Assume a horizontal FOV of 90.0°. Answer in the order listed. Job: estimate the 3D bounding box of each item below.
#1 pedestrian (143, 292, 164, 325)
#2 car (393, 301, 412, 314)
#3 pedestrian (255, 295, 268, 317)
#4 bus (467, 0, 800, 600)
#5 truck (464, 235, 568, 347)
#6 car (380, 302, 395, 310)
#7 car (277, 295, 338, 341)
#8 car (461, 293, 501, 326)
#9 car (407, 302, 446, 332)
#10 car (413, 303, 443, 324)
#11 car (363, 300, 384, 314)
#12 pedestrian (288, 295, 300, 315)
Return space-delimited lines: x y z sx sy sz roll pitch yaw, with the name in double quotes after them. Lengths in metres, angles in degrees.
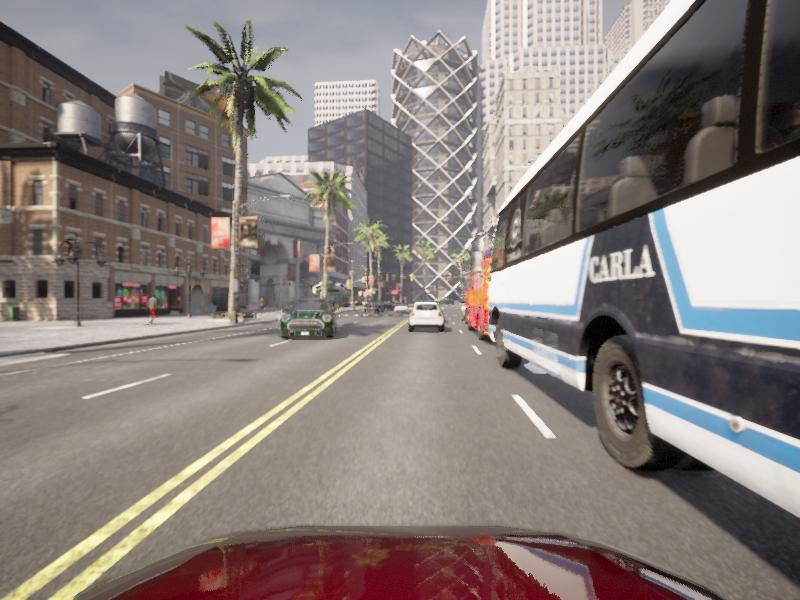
-14.167 0.490 22.992 0.751 1.860 0.751 0 0 10 "pedestrian"
0.305 0.843 49.623 2.007 1.525 4.514 0 0 5 "car"
-11.904 0.494 34.484 0.751 1.860 0.751 0 0 20 "pedestrian"
3.572 -0.531 5.957 3.944 4.253 10.273 0 0 3 "bus"
4.653 -0.315 18.020 2.891 3.827 8.468 0 0 5 "truck"
-1.940 0.963 64.534 1.895 1.301 4.718 0 0 5 "car"
-3.881 0.699 17.631 2.097 1.767 4.553 0 0 -6 "car"
5.466 0.578 27.723 2.150 2.045 5.566 0 0 5 "car"
1.482 0.860 22.023 1.970 1.475 3.806 0 0 5 "car"
2.056 0.917 28.893 1.994 1.385 4.181 0 0 5 "car"
-3.214 0.786 49.554 1.930 1.638 5.238 0 0 5 "car"
-9.913 0.495 37.358 0.751 1.860 0.751 0 0 19 "pedestrian"
